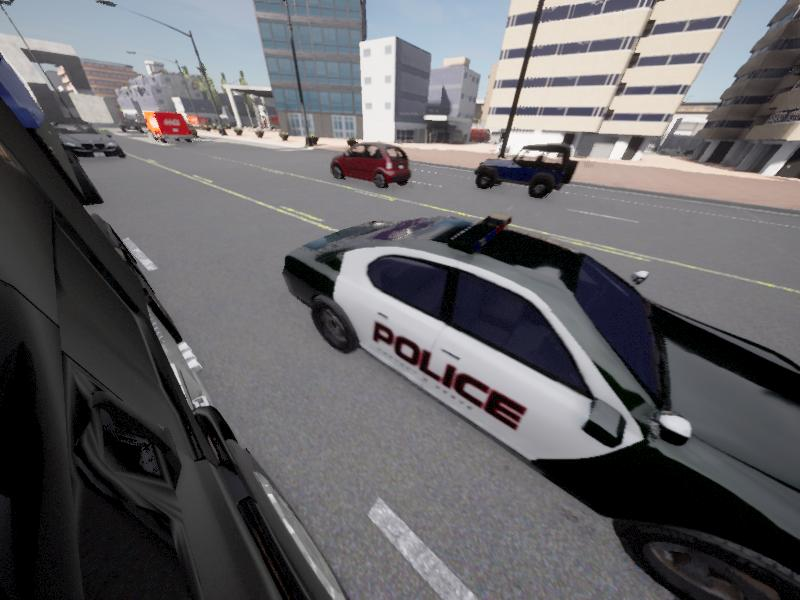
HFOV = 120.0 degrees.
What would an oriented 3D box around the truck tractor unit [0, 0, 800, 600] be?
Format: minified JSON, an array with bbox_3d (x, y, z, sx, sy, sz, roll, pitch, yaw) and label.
[{"bbox_3d":[-2.645,-0.295,0.351,6.516,4.208,3.053,28,44,30],"label":"truck tractor unit"}]

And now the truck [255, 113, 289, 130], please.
[{"bbox_3d":[-40.791,-57.093,74.093,2.891,3.827,8.468,25,42,27],"label":"truck"}]

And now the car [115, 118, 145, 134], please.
[{"bbox_3d":[-39.884,-25.763,34.131,5.027,1.651,2.152,32,46,33],"label":"car"}]

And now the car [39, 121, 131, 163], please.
[{"bbox_3d":[-18.424,-9.329,13.531,4.611,1.667,2.242,26,42,28],"label":"car"}]

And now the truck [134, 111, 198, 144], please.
[{"bbox_3d":[-23.638,-17.438,23.359,5.204,2.467,2.627,26,42,28],"label":"truck"}]

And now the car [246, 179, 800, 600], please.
[{"bbox_3d":[1.040,0.143,2.262,4.974,1.542,2.038,26,42,28],"label":"car"}]

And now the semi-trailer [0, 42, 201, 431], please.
[{"bbox_3d":[-8.689,-3.613,4.233,14.254,4.402,2.717,28,44,30],"label":"semi-trailer"}]

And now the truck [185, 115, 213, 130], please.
[{"bbox_3d":[-44.513,-39.440,51.395,2.627,2.467,5.204,-9,38,-16],"label":"truck"}]

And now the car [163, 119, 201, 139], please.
[{"bbox_3d":[-27.866,-21.906,29.551,4.605,1.855,1.932,27,43,28],"label":"car"}]

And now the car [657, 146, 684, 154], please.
[{"bbox_3d":[65.491,-36.331,55.987,3.633,1.501,1.845,24,41,27],"label":"car"}]

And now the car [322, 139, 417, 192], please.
[{"bbox_3d":[-1.433,-6.342,10.703,3.988,1.617,1.851,26,43,28],"label":"car"}]

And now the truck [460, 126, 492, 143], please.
[{"bbox_3d":[23.409,-51.267,71.580,8.468,3.827,2.891,25,42,26],"label":"truck"}]

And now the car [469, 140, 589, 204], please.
[{"bbox_3d":[5.451,-5.754,10.128,3.866,1.878,1.905,26,43,28],"label":"car"}]

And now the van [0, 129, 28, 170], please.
[{"bbox_3d":[-19.531,-7.367,10.574,4.442,1.987,1.775,26,42,28],"label":"van"}]
